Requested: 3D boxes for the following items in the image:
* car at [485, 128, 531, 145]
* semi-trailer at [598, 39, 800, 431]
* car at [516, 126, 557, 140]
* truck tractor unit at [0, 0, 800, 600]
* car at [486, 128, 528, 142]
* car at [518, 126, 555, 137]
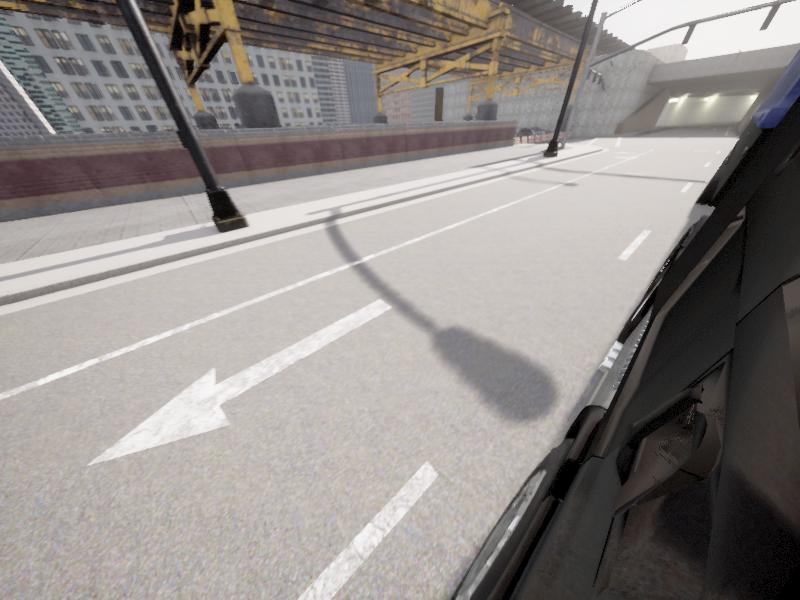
[{"bbox_3d":[14.194,-21.790,30.764,4.974,1.542,2.038,0,37,4],"label":"car"},{"bbox_3d":[8.688,-3.606,4.247,14.254,4.402,2.717,-28,44,-30],"label":"semi-trailer"},{"bbox_3d":[21.324,-26.194,36.231,4.974,1.542,2.038,-9,37,-8],"label":"car"},{"bbox_3d":[2.645,-0.295,0.351,6.516,4.208,3.053,-28,44,-30],"label":"truck tractor unit"},{"bbox_3d":[14.136,-21.916,30.674,4.536,1.218,1.853,0,37,4],"label":"car"},{"bbox_3d":[21.267,-26.313,36.130,4.536,1.218,1.853,-9,37,-8],"label":"car"}]
